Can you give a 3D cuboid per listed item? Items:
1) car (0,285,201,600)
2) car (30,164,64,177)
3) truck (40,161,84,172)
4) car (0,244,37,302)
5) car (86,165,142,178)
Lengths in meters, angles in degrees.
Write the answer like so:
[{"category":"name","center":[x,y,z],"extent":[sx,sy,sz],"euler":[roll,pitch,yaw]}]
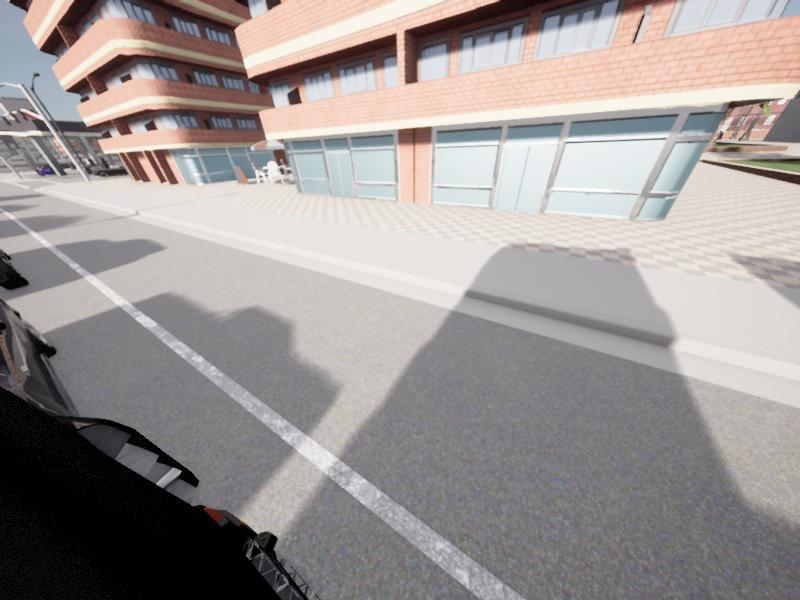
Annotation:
[{"category":"car","center":[-3.820,0.992,1.491],"extent":[4.718,1.301,1.895],"euler":[16,38,26]},{"category":"car","center":[-60.586,-22.265,39.607],"extent":[4.611,1.667,2.242],"euler":[17,38,26]},{"category":"truck","center":[-90.326,-35.908,61.869],"extent":[2.390,2.098,6.274],"euler":[17,38,26]},{"category":"car","center":[-9.775,-0.969,4.381],"extent":[4.553,1.767,2.097],"euler":[16,38,26]},{"category":"car","center":[-41.311,-18.724,33.547],"extent":[1.895,1.301,4.718],"euler":[16,38,25]}]
